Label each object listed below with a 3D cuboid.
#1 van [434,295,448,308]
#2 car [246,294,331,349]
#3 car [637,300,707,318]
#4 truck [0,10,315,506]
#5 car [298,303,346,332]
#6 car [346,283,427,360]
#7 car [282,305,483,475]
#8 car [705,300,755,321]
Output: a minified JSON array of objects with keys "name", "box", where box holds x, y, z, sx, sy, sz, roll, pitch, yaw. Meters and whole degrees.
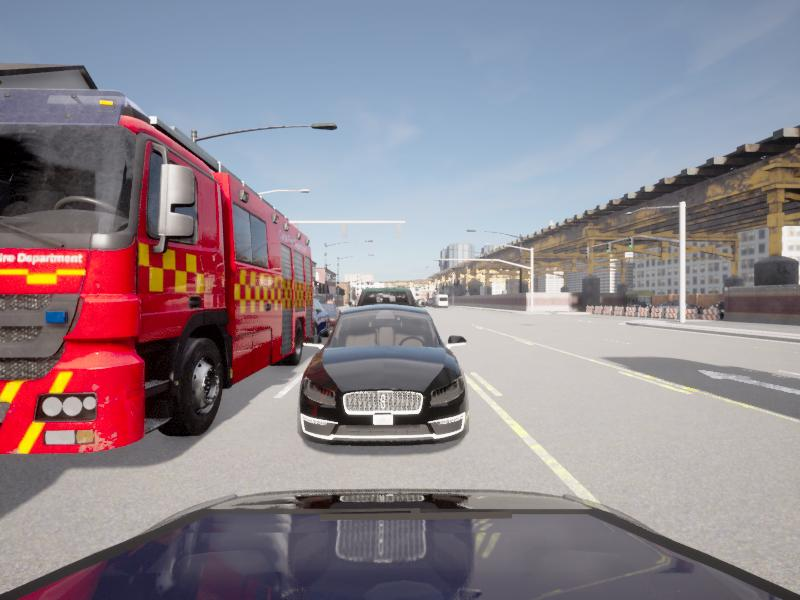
[{"name":"van","box":[8.086,0.301,78.723,1.988,2.561,5.915,0,0,-2]},{"name":"car","box":[-3.999,0.694,15.235,2.097,1.767,4.553,0,0,-2]},{"name":"car","box":[25.288,0.796,37.368,2.038,1.542,4.974,0,0,-38]},{"name":"truck","box":[-3.763,-0.320,7.296,2.891,3.827,8.468,0,0,-2]},{"name":"car","box":[-4.249,0.897,22.560,2.033,1.411,5.357,0,0,-4]},{"name":"car","box":[-0.444,0.568,13.466,2.150,2.045,5.566,0,0,-2]},{"name":"car","box":[-0.220,0.845,6.104,1.837,1.490,4.892,0,0,-2]},{"name":"car","box":[26.240,0.796,32.028,2.038,1.542,4.974,0,0,27]}]
